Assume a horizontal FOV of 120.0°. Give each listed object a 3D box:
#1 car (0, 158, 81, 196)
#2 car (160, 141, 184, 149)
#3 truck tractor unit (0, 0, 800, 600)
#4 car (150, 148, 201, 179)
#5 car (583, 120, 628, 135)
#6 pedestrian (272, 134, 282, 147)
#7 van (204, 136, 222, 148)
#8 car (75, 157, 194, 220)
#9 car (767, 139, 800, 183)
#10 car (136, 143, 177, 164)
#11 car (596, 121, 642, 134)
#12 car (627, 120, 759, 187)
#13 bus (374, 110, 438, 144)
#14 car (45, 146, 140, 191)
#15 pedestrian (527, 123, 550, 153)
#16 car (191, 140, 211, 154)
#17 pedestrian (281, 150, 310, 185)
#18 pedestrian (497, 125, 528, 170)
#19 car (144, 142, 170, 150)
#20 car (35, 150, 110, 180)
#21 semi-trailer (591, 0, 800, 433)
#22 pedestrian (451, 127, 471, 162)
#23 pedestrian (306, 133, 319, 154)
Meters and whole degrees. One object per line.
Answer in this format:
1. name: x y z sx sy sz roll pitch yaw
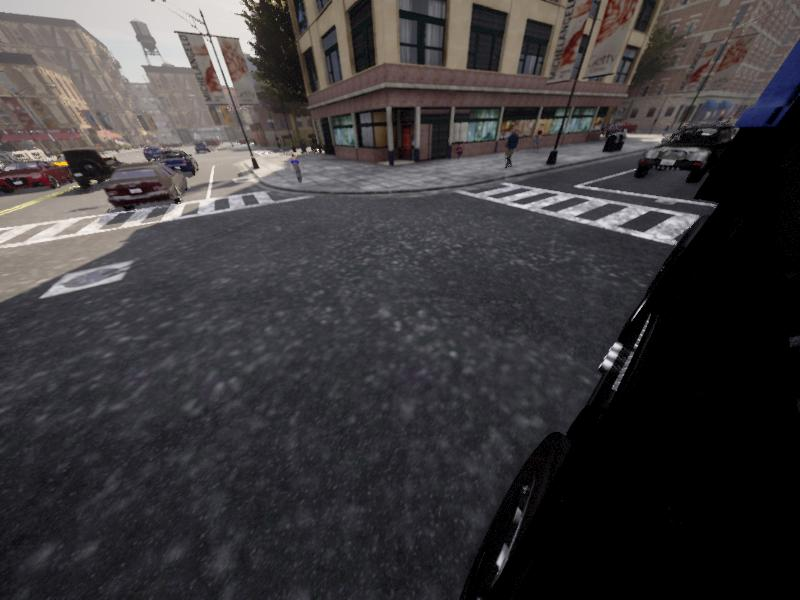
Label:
1. car: -21.949 -7.511 13.868 1.994 1.385 4.181 -23 41 -25
2. car: -58.675 -39.965 59.522 1.895 1.301 4.718 -4 37 -1
3. truck tractor unit: 2.645 -0.295 0.351 6.516 4.208 3.053 -28 44 -30
4. car: -16.032 -9.993 16.735 1.816 1.474 4.193 -23 41 -25
5. car: 32.491 -27.292 36.622 2.097 1.767 4.553 -24 42 -26
6. pedestrian: -21.081 -27.281 39.524 0.751 1.860 0.751 19 42 26
7. van: -42.984 -36.391 53.221 1.775 1.987 4.442 -14 38 -14
8. car: -10.566 -4.997 9.794 2.033 1.411 5.357 -22 41 -24
9. car: 16.902 -5.549 8.797 4.792 1.488 2.163 -22 40 -24
10. car: -28.303 -17.267 27.079 2.152 1.651 5.027 -22 41 -24
11. car: 35.729 -28.222 37.882 1.882 1.535 5.008 -24 41 -26
12. car: 12.156 -6.220 9.637 4.605 1.855 1.932 -23 41 -24
13. bus: 1.140 -29.769 39.791 10.273 4.253 3.944 -23 41 -25
14. car: -17.957 -7.999 13.839 1.905 1.878 3.866 -22 41 -24
15. pedestrian: 10.627 -12.415 17.728 0.751 1.860 0.751 -19 40 -20
16. car: -32.674 -25.237 38.006 1.851 1.617 3.988 -24 42 -26
17. pedestrian: -4.902 -6.239 10.892 0.751 1.300 0.751 -24 42 -26
18. pedestrian: 5.738 -7.833 11.904 0.751 1.860 0.751 -26 43 -28
19. car: -57.637 -36.679 54.943 2.002 1.452 4.674 -10 37 -9
20. car: -25.694 -10.845 18.410 1.882 1.535 5.008 -24 42 -26
21. semi-trailer: 9.131 -3.265 3.753 14.254 4.402 2.717 -23 41 -25
22. pedestrian: 3.942 -10.101 15.045 0.751 1.860 0.751 -25 42 -27
23. pedestrian: -9.571 -17.223 25.384 0.751 1.860 0.751 -21 40 -23
